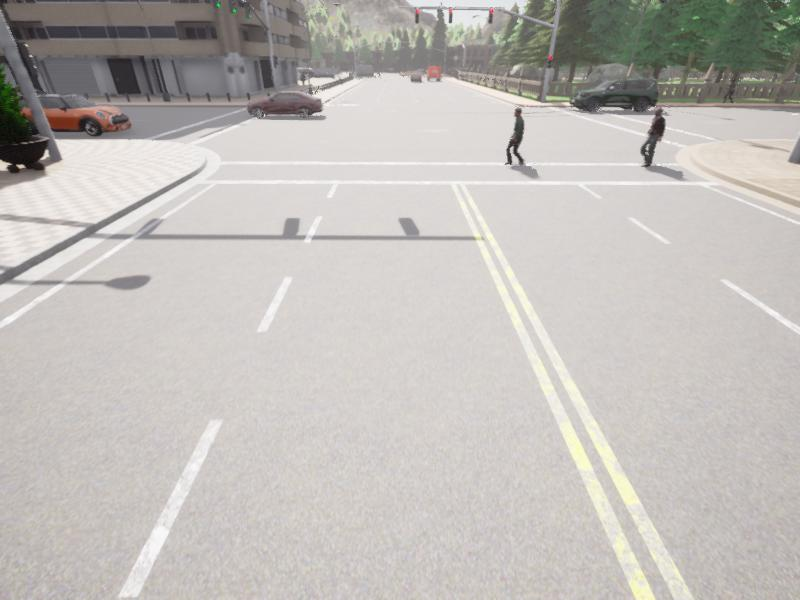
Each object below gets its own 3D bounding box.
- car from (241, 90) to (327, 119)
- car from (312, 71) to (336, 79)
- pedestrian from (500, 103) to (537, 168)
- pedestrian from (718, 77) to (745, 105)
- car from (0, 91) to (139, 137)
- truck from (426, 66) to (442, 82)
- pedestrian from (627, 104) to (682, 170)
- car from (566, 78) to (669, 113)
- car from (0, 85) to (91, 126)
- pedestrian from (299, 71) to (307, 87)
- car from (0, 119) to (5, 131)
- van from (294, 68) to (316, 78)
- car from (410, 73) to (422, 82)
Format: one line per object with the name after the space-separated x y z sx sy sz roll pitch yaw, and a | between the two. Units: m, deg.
-7.134 -12.228 24.991 4.674 1.442 1.812 0 31 0 | car
-16.499 -48.812 86.812 4.674 1.442 1.812 1 31 1 | car
3.825 -5.342 13.017 0.751 1.860 0.751 0 31 1 | pedestrian
25.590 -16.176 30.924 0.751 1.860 0.751 0 31 1 | pedestrian
-15.474 -8.806 18.861 4.553 1.767 2.097 0 31 0 | car
6.436 -43.285 76.523 2.627 2.467 5.204 0 31 0 | truck
8.122 -5.226 12.840 0.751 1.860 0.751 -1 31 -3 | pedestrian
14.943 -14.240 27.808 5.566 2.045 2.150 0 31 1 | car
-20.183 -10.636 21.861 4.605 1.855 1.932 0 31 0 | car
-13.068 -29.749 53.892 0.751 1.860 0.751 -4 31 -8 | pedestrian
-22.425 -8.693 18.942 4.902 1.511 2.128 0 31 0 | car
-21.257 -50.863 89.682 4.480 2.038 2.069 0 31 -1 | van
2.955 -40.942 73.625 1.994 1.385 4.181 0 31 0 | car
